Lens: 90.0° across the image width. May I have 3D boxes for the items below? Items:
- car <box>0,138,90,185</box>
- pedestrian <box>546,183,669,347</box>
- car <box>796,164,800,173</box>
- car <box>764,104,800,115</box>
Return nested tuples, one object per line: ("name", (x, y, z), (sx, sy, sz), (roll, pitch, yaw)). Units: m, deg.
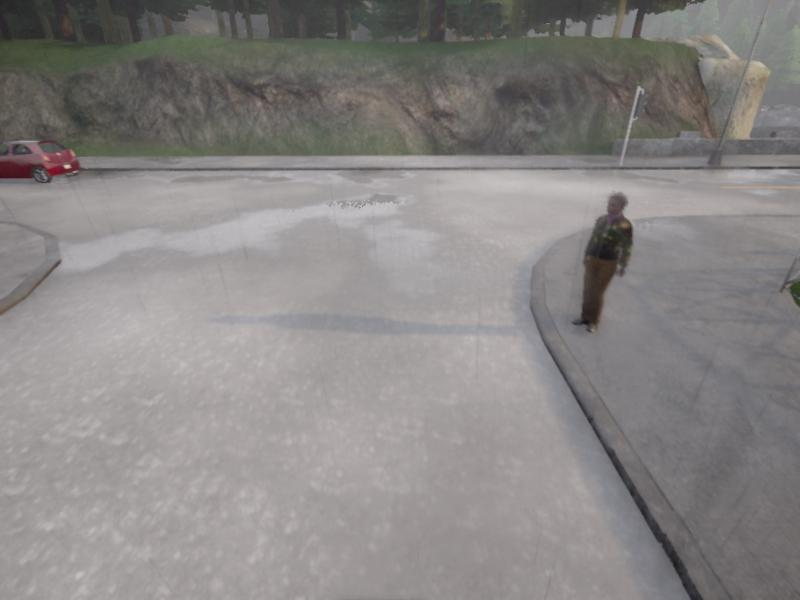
("car", (-14.963, -5.515, 15.794), (3.633, 1.501, 1.845), (1, 27, 2))
("pedestrian", (2.601, -0.458, 5.170), (0.751, 1.860, 0.751), (-15, 30, -26))
("car", (19.422, -5.747, 15.894), (4.611, 1.667, 2.242), (0, 27, 0))
("car", (61.362, -30.212, 63.534), (4.792, 1.488, 2.163), (0, 27, 0))
